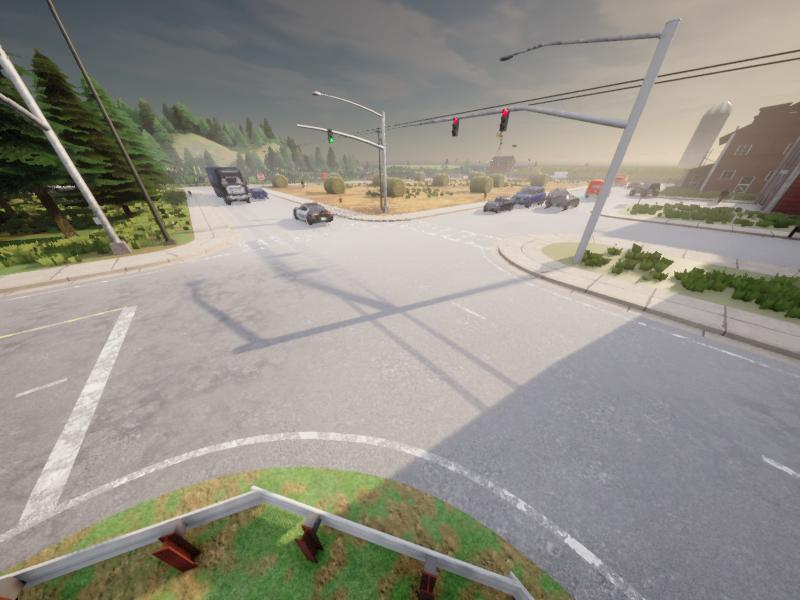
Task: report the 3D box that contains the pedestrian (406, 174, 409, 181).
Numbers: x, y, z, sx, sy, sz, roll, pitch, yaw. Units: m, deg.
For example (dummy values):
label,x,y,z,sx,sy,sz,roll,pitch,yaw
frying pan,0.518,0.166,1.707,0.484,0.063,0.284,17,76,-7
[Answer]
label,x,y,z,sx,sy,sz,roll,pitch,yaw
pedestrian,2.445,-39.600,74.655,0.751,1.860,0.751,26,39,37

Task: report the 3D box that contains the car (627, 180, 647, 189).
label,x,y,z,sx,sy,sz,roll,pitch,yaw
car,52.875,-25.891,51.551,4.974,1.542,2.038,-23,37,-34

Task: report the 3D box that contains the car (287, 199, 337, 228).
label,x,y,z,sx,sy,sz,roll,pitch,yaw
car,-7.671,-7.597,19.979,2.038,1.542,4.974,-23,37,-34

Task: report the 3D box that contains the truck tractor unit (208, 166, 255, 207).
label,x,y,z,sx,sy,sz,roll,pitch,yaw
truck tractor unit,-21.454,-14.590,29.393,3.053,4.208,6.516,-22,36,-33

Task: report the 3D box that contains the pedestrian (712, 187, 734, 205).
label,x,y,z,sx,sy,sz,roll,pitch,yaw
pedestrian,38.339,-12.328,27.447,0.751,1.860,0.751,-24,38,-35

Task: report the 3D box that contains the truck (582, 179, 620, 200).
label,x,y,z,sx,sy,sz,roll,pitch,yaw
truck,29.866,-16.489,34.281,5.204,2.467,2.627,-24,37,-34

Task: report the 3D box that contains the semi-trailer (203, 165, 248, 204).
label,x,y,z,sx,sy,sz,roll,pitch,yaw
semi-trailer,-26.469,-17.730,34.643,2.717,4.402,14.254,-22,37,-33

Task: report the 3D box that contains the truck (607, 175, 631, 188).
label,x,y,z,sx,sy,sz,roll,pitch,yaw
truck,51.605,-28.034,54.379,5.204,2.467,2.627,-23,37,-34

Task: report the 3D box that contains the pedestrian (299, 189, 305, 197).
label,x,y,z,sx,sy,sz,roll,pitch,yaw
pedestrian,-14.952,-16.369,35.226,0.500,1.100,0.500,16,34,26

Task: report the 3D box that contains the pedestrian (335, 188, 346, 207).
label,x,y,z,sx,sy,sz,roll,pitch,yaw
pedestrian,-6.831,-11.733,26.433,0.751,1.860,0.751,-17,34,-27

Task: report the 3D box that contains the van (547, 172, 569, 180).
label,x,y,z,sx,sy,sz,roll,pitch,yaw
van,57.284,-45.184,84.028,1.988,2.561,5.915,-23,37,-34

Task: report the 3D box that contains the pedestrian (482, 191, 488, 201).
label,x,y,z,sx,sy,sz,roll,pitch,yaw
pedestrian,11.384,-13.850,30.832,0.500,1.100,0.500,15,33,24

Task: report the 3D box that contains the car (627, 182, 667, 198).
label,x,y,z,sx,sy,sz,roll,pitch,yaw
car,37.519,-16.849,35.271,1.905,1.878,3.866,-2,28,9

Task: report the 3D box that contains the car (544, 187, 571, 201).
label,x,y,z,sx,sy,sz,roll,pitch,yaw
car,22.630,-15.242,33.136,3.705,1.549,1.789,-23,37,-34

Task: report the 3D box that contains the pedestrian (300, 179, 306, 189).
label,x,y,z,sx,sy,sz,roll,pitch,yaw
pedestrian,-19.532,-23.330,46.517,0.751,1.860,0.751,-4,30,-6

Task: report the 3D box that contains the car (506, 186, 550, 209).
label,x,y,z,sx,sy,sz,roll,pitch,yaw
car,15.390,-12.351,27.637,5.566,2.045,2.150,-23,37,-34

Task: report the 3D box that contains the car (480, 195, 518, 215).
label,x,y,z,sx,sy,sz,roll,pitch,yaw
car,10.235,-9.931,23.957,3.633,1.501,1.845,-23,37,-34

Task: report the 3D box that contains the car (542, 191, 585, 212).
label,x,y,z,sx,sy,sz,roll,pitch,yaw
car,18.420,-11.163,26.006,5.027,1.651,2.152,-23,37,-34

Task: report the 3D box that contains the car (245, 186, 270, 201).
label,x,y,z,sx,sy,sz,roll,pitch,yaw
car,-21.321,-15.989,34.505,1.882,1.535,5.008,-22,37,-33
